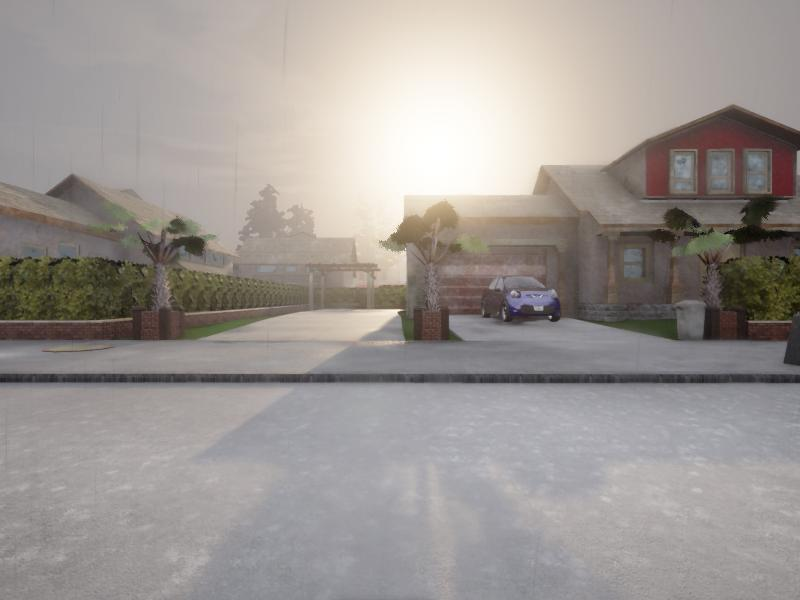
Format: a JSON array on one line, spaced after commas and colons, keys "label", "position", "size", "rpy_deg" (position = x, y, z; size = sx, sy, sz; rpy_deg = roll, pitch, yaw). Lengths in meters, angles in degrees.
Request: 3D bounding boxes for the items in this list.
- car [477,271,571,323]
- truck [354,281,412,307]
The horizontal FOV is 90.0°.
[{"label": "car", "position": [3.891, -0.082, 13.247], "size": [1.845, 1.501, 3.633], "rpy_deg": [0, 0, -3]}, {"label": "truck", "position": [-2.477, -0.921, 60.272], "size": [8.468, 3.827, 2.891], "rpy_deg": [0, 0, 0]}]
